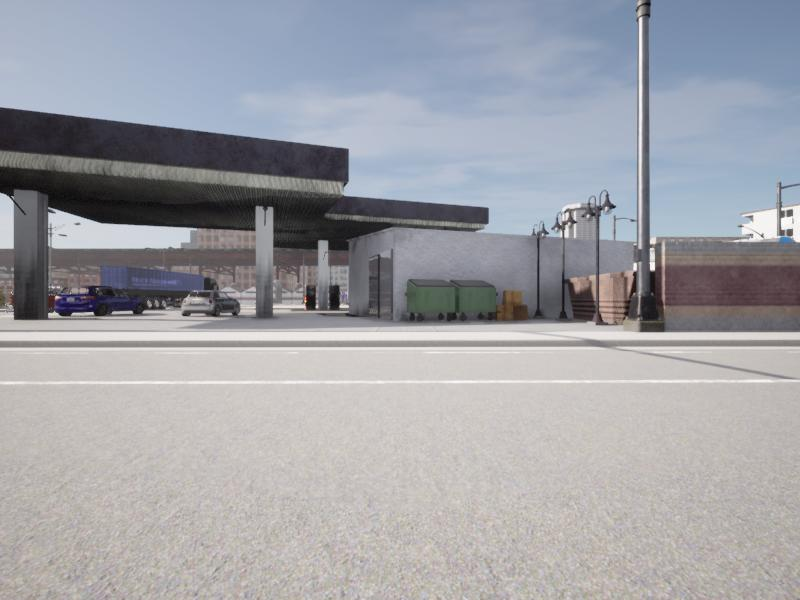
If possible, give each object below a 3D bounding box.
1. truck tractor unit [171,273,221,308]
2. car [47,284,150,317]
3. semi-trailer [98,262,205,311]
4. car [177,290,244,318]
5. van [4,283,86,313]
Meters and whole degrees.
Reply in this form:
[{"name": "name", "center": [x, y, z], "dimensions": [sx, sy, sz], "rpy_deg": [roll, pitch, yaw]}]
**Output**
[{"name": "truck tractor unit", "center": [-26.058, -1.118, 51.493], "dimensions": [3.053, 4.208, 6.516], "rpy_deg": [0, 0, 1]}, {"name": "car", "center": [-16.492, 0.038, 22.265], "dimensions": [2.242, 1.667, 4.611], "rpy_deg": [0, 0, 1]}, {"name": "semi-trailer", "center": [-26.114, -1.218, 43.582], "dimensions": [2.717, 4.402, 14.254], "rpy_deg": [0, 0, 0]}, {"name": "car", "center": [-10.744, 0.199, 23.004], "dimensions": [1.970, 1.475, 3.806], "rpy_deg": [0, 0, 1]}, {"name": "van", "center": [-26.162, -0.049, 29.749], "dimensions": [2.069, 2.038, 4.480], "rpy_deg": [0, -3, 0]}]
